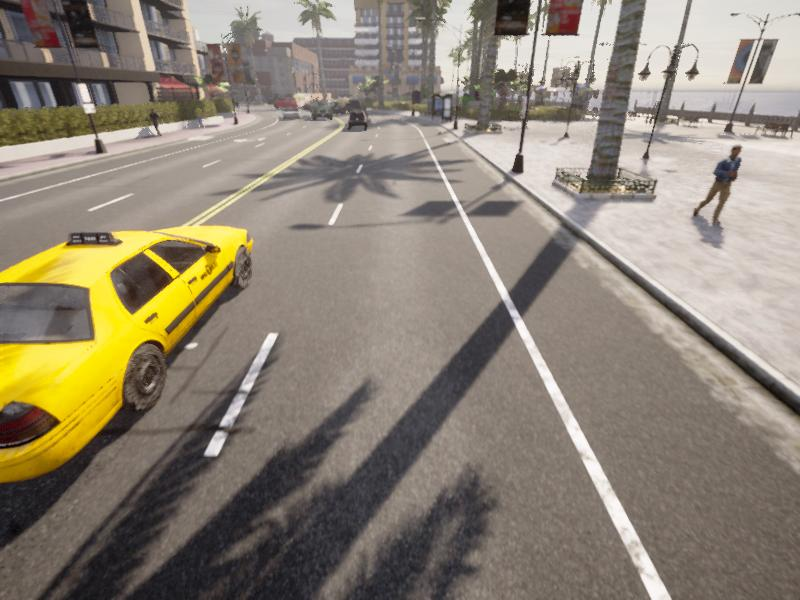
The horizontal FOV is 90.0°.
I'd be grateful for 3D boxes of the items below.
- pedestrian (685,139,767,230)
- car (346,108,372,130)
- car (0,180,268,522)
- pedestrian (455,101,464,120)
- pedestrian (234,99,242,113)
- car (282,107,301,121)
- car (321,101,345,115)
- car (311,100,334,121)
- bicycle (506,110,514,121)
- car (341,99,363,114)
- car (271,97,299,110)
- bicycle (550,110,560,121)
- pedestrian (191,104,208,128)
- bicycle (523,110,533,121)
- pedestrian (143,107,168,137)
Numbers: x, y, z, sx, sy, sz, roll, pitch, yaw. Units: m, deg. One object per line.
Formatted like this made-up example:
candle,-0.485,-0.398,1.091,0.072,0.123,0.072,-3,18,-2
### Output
pedestrian,7.435,-2.663,9.231,0.751,1.860,0.751,7,28,13
car,-3.682,-16.540,36.451,1.851,1.617,3.988,0,28,1
car,-3.506,-0.204,5.151,1.801,1.575,5.366,0,28,0
pedestrian,6.612,-21.152,44.686,0.751,1.860,0.751,-3,28,-6
pedestrian,-23.459,-28.107,57.893,0.751,1.860,0.751,-15,31,-26
car,-12.756,-21.902,47.031,1.895,1.301,4.718,-7,28,-13
car,-9.912,-28.221,58.757,2.242,1.667,4.611,-12,29,-22
car,-9.142,-22.127,46.673,2.150,2.045,5.566,-6,28,-12
bicycle,12.100,-20.319,44.092,0.373,1.024,1.643,0,28,-1
car,-7.390,-29.626,61.247,1.905,1.878,3.866,-14,31,-25
car,-21.325,-36.538,74.259,5.566,2.045,2.150,23,35,37
bicycle,17.129,-20.337,44.148,0.373,1.024,1.643,0,28,-1
pedestrian,-17.024,-15.636,34.005,0.751,1.860,0.751,-1,28,-2
bicycle,14.112,-20.326,44.114,0.373,1.024,1.643,0,28,-1
pedestrian,-16.660,-12.131,27.284,0.751,1.860,0.751,1,28,1
